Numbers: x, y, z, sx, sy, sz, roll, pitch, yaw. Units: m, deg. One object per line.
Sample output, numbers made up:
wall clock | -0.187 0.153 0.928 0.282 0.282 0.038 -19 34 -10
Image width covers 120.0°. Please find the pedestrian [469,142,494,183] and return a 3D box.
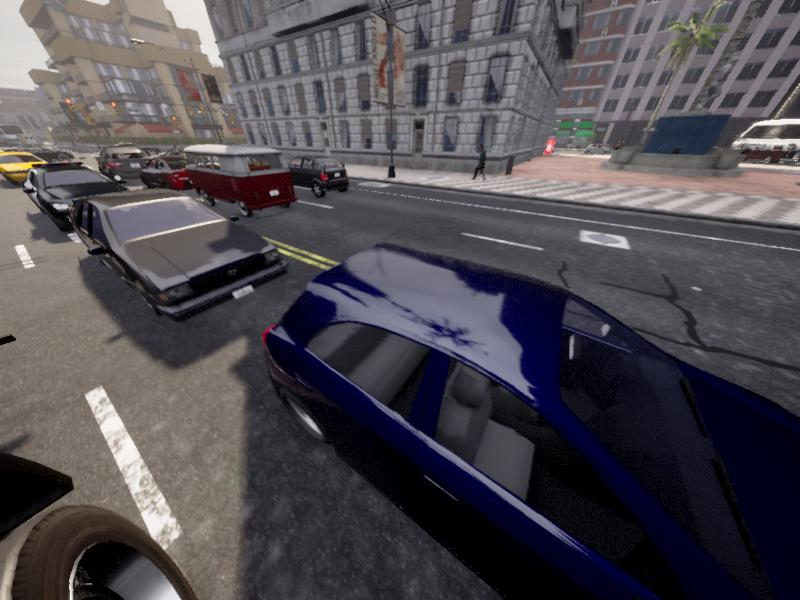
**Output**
pedestrian | 4.522 -7.688 12.931 0.751 1.860 0.751 26 43 32

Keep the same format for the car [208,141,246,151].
car | -33.007 -29.524 44.283 2.033 1.411 5.357 20 40 26

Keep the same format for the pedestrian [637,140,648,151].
pedestrian | 49.219 -31.388 46.931 0.751 1.860 0.751 -29 44 -35

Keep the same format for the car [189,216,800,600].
car | 0.751 0.666 1.644 3.633 1.501 1.845 21 40 26

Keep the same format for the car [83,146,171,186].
car | -16.573 -8.262 14.032 4.611 1.667 2.242 23 41 29

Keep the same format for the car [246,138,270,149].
car | -31.508 -34.798 51.361 1.905 1.878 3.866 20 40 26

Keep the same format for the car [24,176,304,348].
car | -4.621 -1.283 4.479 5.357 1.411 2.033 21 40 26

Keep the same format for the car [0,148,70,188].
car | -21.468 -7.658 13.213 5.366 1.575 1.801 20 40 26

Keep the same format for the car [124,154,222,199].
car | -10.992 -6.127 11.222 4.193 1.474 1.816 20 40 26

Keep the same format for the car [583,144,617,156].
car | 33.077 -24.994 38.313 1.845 1.501 3.633 -25 42 -31

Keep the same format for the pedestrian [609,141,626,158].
pedestrian | 28.353 -19.665 30.125 0.751 1.860 0.751 -14 38 -20

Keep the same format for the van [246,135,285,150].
van | -28.660 -33.836 49.539 2.351 2.431 6.366 20 40 26

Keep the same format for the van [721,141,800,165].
van | 40.338 -16.397 25.743 2.069 2.038 4.480 -7 36 -11

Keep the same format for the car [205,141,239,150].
car | -35.558 -31.017 46.301 2.163 1.488 4.792 20 40 26

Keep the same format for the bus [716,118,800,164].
bus | 46.888 -18.692 27.134 3.944 4.253 10.273 -6 36 -10

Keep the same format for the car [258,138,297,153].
car | -21.710 -27.647 41.154 2.150 2.045 5.566 21 40 26

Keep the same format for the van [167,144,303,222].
van | -5.965 -4.444 8.437 4.442 1.987 1.775 21 40 26

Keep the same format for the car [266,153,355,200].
car | -4.251 -6.022 11.064 3.705 1.549 1.789 21 40 26

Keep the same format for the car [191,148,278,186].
car | -10.163 -8.256 14.158 5.366 1.575 1.801 20 40 26

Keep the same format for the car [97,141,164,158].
car | -34.683 -19.595 29.972 1.930 1.638 5.238 21 40 26

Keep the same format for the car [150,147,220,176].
car | -15.964 -10.377 17.162 4.514 1.525 2.007 20 40 26

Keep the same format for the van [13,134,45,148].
van | -80.637 -34.635 50.211 6.366 2.431 2.351 20 40 26

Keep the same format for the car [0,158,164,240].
car | -10.283 -3.478 7.424 4.974 1.542 2.038 21 40 26

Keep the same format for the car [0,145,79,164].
car | -35.981 -14.586 23.093 1.994 1.385 4.181 21 40 26
